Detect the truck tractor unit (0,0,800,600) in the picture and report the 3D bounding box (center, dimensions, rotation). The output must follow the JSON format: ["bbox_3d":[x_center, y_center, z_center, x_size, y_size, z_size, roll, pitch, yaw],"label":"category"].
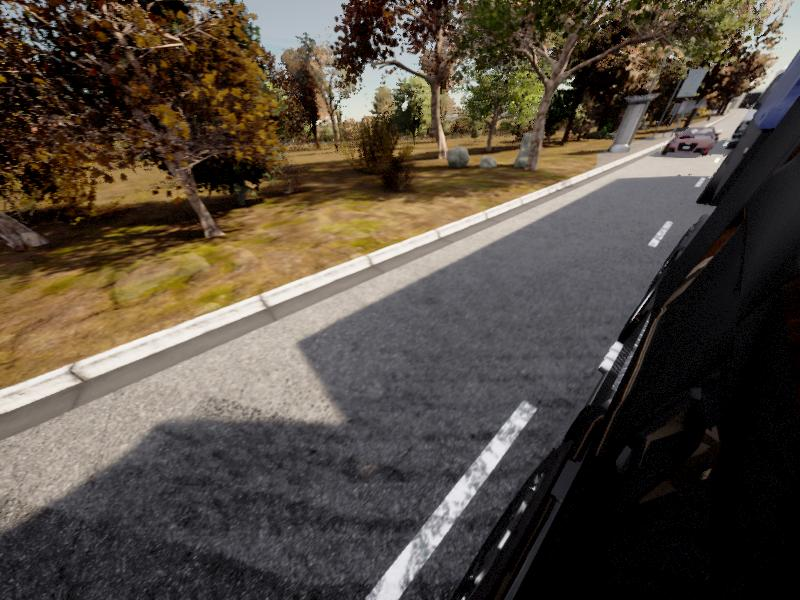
[{"bbox_3d":[2.645,-0.295,0.352,6.516,4.208,3.053,-28,44,-30],"label":"truck tractor unit"}]

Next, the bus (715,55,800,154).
[{"bbox_3d":[25.482,-12.552,14.950,10.273,4.253,3.944,-29,44,-29],"label":"bus"}]

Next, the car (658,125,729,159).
[{"bbox_3d":[18.300,-9.910,14.414,4.181,1.385,1.994,-29,44,-29],"label":"car"}]

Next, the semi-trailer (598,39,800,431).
[{"bbox_3d":[8.682,-3.622,4.235,14.254,4.402,2.717,-28,44,-30],"label":"semi-trailer"}]
